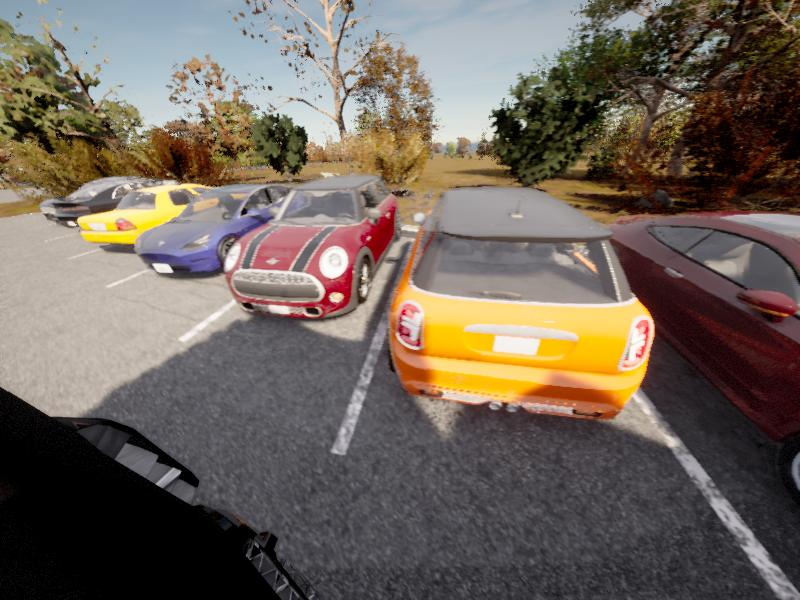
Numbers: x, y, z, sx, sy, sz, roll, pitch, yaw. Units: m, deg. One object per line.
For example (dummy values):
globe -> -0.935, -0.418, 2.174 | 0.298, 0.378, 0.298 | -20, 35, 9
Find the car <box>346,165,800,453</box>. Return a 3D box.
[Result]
car -> 1.213, -0.811, 3.438 | 2.185, 1.767, 4.553 | 4, 34, 10

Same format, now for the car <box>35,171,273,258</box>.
car -> -7.187, -3.258, 7.939 | 1.946, 1.575, 5.366 | 4, 34, 10

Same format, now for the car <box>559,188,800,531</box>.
car -> 3.807, 0.050, 2.259 | 2.002, 1.452, 4.674 | 4, 34, 9

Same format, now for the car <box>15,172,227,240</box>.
car -> -10.151, -3.996, 9.263 | 2.231, 1.521, 4.892 | 4, 34, 10

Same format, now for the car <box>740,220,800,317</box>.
car -> 6.371, 0.532, 0.827 | 2.435, 2.045, 5.566 | 4, 34, 10

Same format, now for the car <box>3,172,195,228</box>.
car -> -13.080, -4.849, 10.751 | 2.231, 1.521, 4.892 | 4, 34, 9

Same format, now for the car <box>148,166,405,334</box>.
car -> -1.344, -1.586, 4.785 | 2.185, 1.767, 4.553 | 4, 34, 9

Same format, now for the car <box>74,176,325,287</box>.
car -> -4.279, -2.269, 6.300 | 2.163, 1.488, 4.792 | 4, 34, 9
